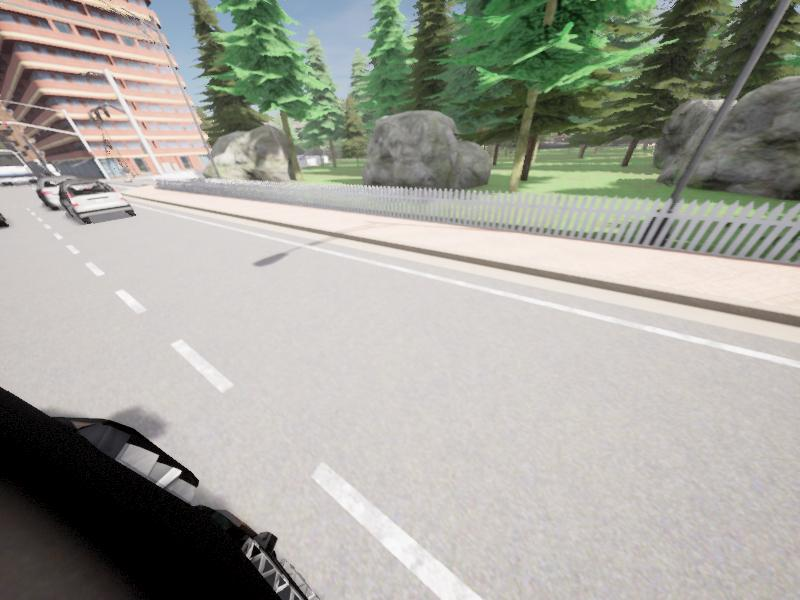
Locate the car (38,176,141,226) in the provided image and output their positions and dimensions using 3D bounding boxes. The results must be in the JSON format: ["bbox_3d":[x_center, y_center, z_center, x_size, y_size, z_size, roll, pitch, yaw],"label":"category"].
[{"bbox_3d":[-14.530,-4.757,10.850,3.988,1.617,1.851,17,39,28],"label":"car"}]

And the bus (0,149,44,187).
[{"bbox_3d":[-58.701,-19.663,34.436,10.273,4.253,3.944,17,39,28],"label":"bus"}]

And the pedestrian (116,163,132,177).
[{"bbox_3d":[-42.707,-20.145,35.755,0.751,1.860,0.751,-29,42,-34],"label":"pedestrian"}]

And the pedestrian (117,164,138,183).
[{"bbox_3d":[-31.517,-14.645,26.758,0.751,1.860,0.751,24,42,34],"label":"pedestrian"}]

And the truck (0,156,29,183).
[{"bbox_3d":[-72.182,-23.811,42.152,8.468,3.827,2.891,17,39,28],"label":"truck"}]

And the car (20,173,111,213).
[{"bbox_3d":[-20.543,-6.690,14.185,4.611,1.667,2.242,18,39,28],"label":"car"}]

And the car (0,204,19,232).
[{"bbox_3d":[-18.925,-3.813,9.852,4.902,1.511,2.128,17,39,28],"label":"car"}]
